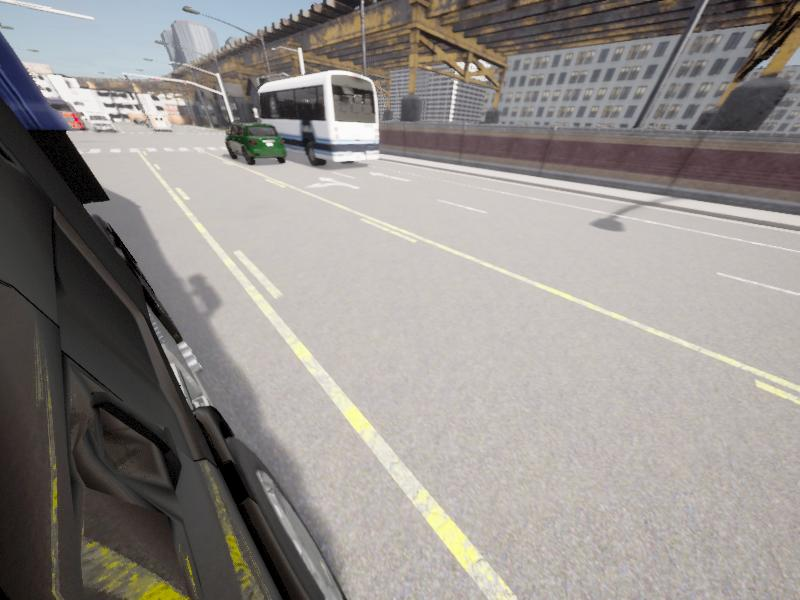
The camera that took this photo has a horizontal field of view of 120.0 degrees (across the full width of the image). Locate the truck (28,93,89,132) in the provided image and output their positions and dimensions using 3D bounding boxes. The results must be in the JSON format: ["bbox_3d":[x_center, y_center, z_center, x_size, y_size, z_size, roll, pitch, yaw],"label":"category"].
[{"bbox_3d":[-48.475,-26.737,33.141,2.891,3.827,8.468,-29,47,-35],"label":"truck"}]

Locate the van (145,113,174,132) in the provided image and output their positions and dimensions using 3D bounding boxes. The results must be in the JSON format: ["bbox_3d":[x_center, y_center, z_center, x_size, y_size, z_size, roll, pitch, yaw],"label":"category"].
[{"bbox_3d":[-42.548,-31.313,40.778,2.351,2.431,6.366,-29,47,-35],"label":"van"}]

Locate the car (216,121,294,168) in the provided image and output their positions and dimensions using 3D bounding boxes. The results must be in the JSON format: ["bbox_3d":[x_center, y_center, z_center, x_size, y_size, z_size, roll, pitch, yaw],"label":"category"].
[{"bbox_3d":[-9.310,-10.001,14.708,2.150,2.045,5.566,-29,47,-35],"label":"car"}]

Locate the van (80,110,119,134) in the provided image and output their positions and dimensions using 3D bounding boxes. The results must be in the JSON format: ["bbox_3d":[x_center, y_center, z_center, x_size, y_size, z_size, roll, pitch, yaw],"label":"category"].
[{"bbox_3d":[-41.830,-24.929,32.303,2.351,2.431,6.366,-29,47,-35],"label":"van"}]

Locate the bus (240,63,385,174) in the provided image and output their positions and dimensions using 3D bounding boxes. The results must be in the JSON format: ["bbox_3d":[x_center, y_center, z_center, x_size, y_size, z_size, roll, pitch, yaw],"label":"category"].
[{"bbox_3d":[-5.911,-11.627,15.247,3.944,4.253,10.273,-29,47,-35],"label":"bus"}]

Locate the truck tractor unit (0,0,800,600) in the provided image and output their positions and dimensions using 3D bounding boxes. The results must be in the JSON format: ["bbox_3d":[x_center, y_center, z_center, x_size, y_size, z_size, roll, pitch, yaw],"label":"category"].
[{"bbox_3d":[-2.645,-0.295,0.352,6.516,4.208,3.053,28,44,30],"label":"truck tractor unit"}]

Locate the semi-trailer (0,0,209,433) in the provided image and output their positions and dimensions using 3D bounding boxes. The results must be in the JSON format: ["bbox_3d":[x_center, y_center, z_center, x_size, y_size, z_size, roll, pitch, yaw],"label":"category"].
[{"bbox_3d":[-9.165,-3.241,3.701,14.254,4.402,2.717,22,40,24],"label":"semi-trailer"}]
